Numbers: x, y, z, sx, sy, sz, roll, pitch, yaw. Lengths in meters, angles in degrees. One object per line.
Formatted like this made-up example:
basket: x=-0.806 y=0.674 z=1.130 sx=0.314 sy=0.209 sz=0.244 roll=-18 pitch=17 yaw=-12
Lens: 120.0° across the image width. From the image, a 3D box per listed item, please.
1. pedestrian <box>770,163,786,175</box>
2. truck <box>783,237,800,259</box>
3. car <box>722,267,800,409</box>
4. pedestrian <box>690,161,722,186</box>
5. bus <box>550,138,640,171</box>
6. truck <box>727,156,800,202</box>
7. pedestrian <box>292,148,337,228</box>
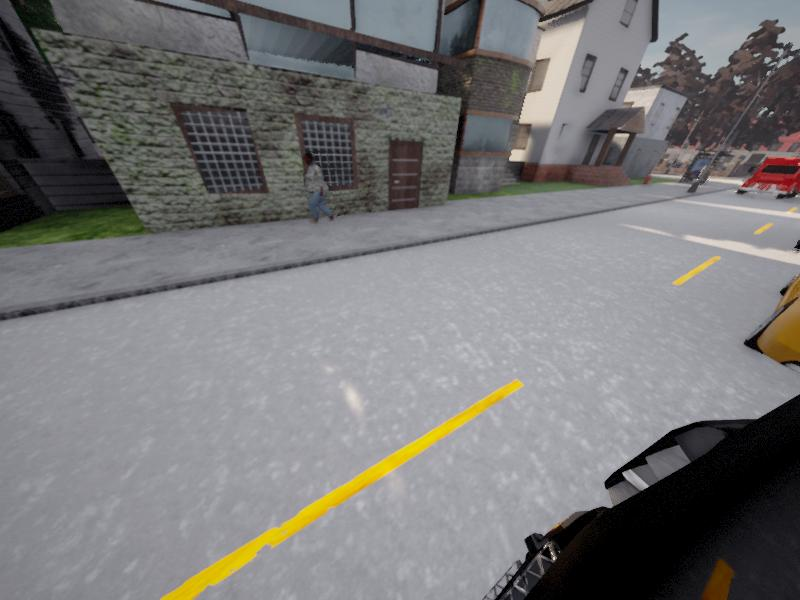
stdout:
pedestrian: x=72.902 y=-25.235 z=44.514 sx=0.751 sy=1.860 sz=0.751 roll=-16 pitch=38 yaw=-25
truck: x=14.048 y=-2.307 z=6.360 sx=6.274 sy=2.098 sz=2.390 roll=-16 pitch=38 yaw=-25
car: x=6.601 y=0.076 z=2.808 sx=5.008 sy=1.535 sz=1.882 roll=-16 pitch=38 yaw=-26
pedestrian: x=26.901 y=-11.098 z=20.325 sx=0.751 sy=1.860 sz=0.751 roll=-10 pitch=36 yaw=-18
bus: x=32.738 y=-25.065 z=39.706 sx=3.944 sy=4.253 sz=10.273 roll=-17 pitch=38 yaw=-27
truck: x=27.072 y=-8.759 z=16.538 sx=5.204 sy=2.467 sz=2.627 roll=-16 pitch=38 yaw=-25
pedestrian: x=-2.345 y=-3.100 z=6.455 sx=0.751 sy=1.860 sz=0.751 roll=-16 pitch=38 yaw=-26
